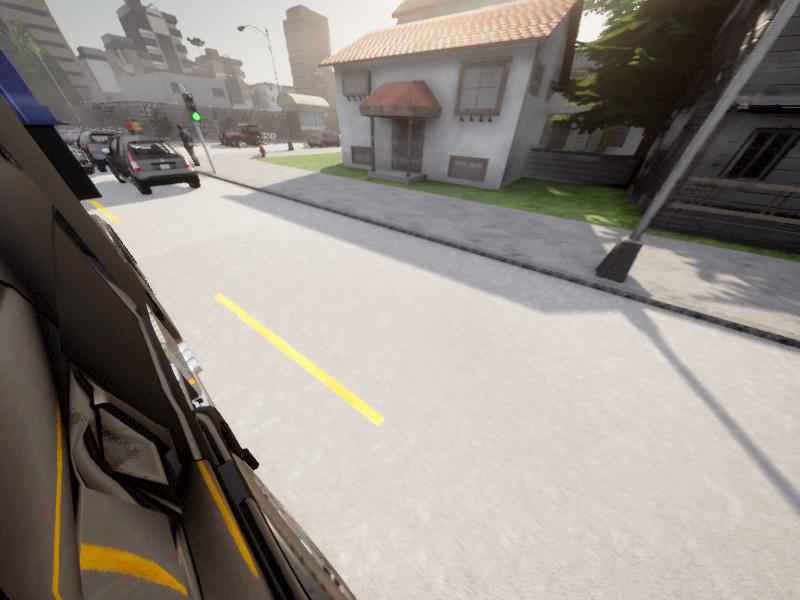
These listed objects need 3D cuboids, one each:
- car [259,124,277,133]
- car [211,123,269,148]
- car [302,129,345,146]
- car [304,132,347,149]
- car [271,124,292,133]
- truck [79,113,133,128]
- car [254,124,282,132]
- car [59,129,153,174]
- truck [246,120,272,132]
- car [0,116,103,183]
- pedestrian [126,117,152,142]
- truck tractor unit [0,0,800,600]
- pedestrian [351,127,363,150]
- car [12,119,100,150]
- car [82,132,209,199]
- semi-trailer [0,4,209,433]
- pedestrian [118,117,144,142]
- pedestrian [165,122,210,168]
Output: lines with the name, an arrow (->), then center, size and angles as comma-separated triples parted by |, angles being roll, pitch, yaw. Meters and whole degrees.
car -> -30.993, -40.382, 54.264 | 3.705, 1.547, 1.789 | 24, 42, 26
car -> -15.587, -16.211, 22.766 | 1.905, 1.878, 3.866 | 24, 42, 26
car -> -9.699, -20.917, 29.703 | 2.128, 1.511, 4.902 | 24, 42, 26
car -> -8.230, -17.870, 25.844 | 1.994, 1.385, 4.181 | 23, 42, 25
car -> -27.027, -39.005, 52.677 | 1.845, 1.501, 3.633 | 24, 42, 26
truck -> -59.152, -36.159, 46.655 | 2.390, 2.098, 6.274 | 24, 42, 26
car -> -31.090, -40.484, 54.515 | 2.033, 1.415, 5.357 | 24, 42, 26
car -> -14.342, -7.332, 11.304 | 3.633, 1.501, 1.845 | 24, 42, 26
truck -> -34.220, -42.270, 56.194 | 2.069, 2.038, 4.478 | 24, 42, 26
car -> -15.351, -6.452, 9.812 | 4.605, 1.855, 1.932 | 24, 36, 23
pedestrian -> -24.539, -15.980, 21.736 | 0.751, 1.860, 0.751 | 25, 42, 27
truck tractor unit -> -2.645, -0.295, 0.351 | 6.516, 4.208, 3.053 | 28, 44, 30
pedestrian -> -4.308, -16.178, 23.194 | 0.751, 1.860, 0.751 | 25, 42, 27
car -> -26.557, -12.884, 17.913 | 4.856, 1.649, 2.033 | 16, 40, 17
car -> -9.424, -5.149, 8.614 | 3.988, 1.617, 1.851 | 24, 42, 26
semi-trailer -> -9.121, -3.270, 3.771 | 14.254, 4.402, 2.717 | 23, 42, 25
pedestrian -> -25.720, -16.328, 22.131 | 0.751, 1.860, 0.751 | 25, 42, 27
pedestrian -> -10.697, -7.853, 11.722 | 0.751, 1.860, 0.751 | 5, 37, 4
